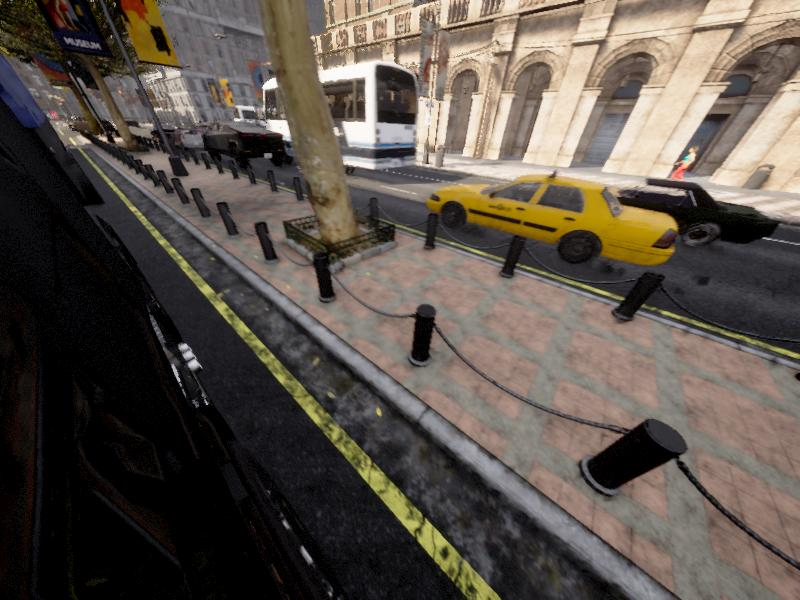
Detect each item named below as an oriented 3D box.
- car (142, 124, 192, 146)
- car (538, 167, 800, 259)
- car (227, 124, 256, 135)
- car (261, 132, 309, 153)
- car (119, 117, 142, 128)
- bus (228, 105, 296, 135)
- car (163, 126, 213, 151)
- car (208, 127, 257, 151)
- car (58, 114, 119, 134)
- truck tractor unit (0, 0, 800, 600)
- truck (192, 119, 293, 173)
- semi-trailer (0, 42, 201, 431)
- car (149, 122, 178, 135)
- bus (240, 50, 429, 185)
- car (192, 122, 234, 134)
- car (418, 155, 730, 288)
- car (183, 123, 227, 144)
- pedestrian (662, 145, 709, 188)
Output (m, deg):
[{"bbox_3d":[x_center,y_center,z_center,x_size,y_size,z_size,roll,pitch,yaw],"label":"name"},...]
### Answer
[{"bbox_3d":[-22.834,-16.211,22.619,4.902,1.511,2.128,28,44,30],"label":"car"},{"bbox_3d":[7.122,-2.866,6.869,4.718,1.301,1.895,28,44,30],"label":"car"},{"bbox_3d":[-28.703,-31.027,42.029,1.789,1.549,3.705,28,44,30],"label":"car"},{"bbox_3d":[-11.015,-15.094,22.055,4.718,1.301,1.895,28,44,30],"label":"car"},{"bbox_3d":[-55.185,-36.273,47.273,5.238,1.638,1.930,28,44,30],"label":"car"},{"bbox_3d":[-27.495,-36.300,46.906,3.944,4.253,10.273,28,43,30],"label":"bus"},{"bbox_3d":[-17.689,-13.475,19.271,3.633,1.501,1.845,28,44,30],"label":"car"},{"bbox_3d":[-15.698,-15.133,21.649,4.892,1.490,1.837,28,44,30],"label":"car"},{"bbox_3d":[-40.522,-22.937,30.176,4.605,1.855,1.932,4,36,1],"label":"car"},{"bbox_3d":[-2.645,-0.295,0.351,6.516,4.208,3.053,28,44,30],"label":"truck tractor unit"},{"bbox_3d":[-9.440,-9.301,13.744,6.274,2.098,2.390,28,44,30],"label":"truck"},{"bbox_3d":[-8.689,-3.610,4.238,14.254,4.402,2.717,28,44,30],"label":"semi-trailer"},{"bbox_3d":[-35.207,-25.496,34.366,4.181,1.385,1.994,28,44,30],"label":"car"},{"bbox_3d":[-3.973,-9.898,13.088,10.273,4.253,3.944,28,43,30],"label":"bus"},{"bbox_3d":[-33.616,-31.039,41.708,1.801,1.575,5.366,30,45,32],"label":"car"},{"bbox_3d":[3.205,-2.339,5.672,5.366,1.575,1.801,28,44,30],"label":"car"},{"bbox_3d":[-21.472,-18.271,25.364,4.856,1.649,2.033,28,44,30],"label":"car"},{"bbox_3d":[15.103,-7.110,12.293,0.751,1.860,0.751,32,46,33],"label":"pedestrian"}]
